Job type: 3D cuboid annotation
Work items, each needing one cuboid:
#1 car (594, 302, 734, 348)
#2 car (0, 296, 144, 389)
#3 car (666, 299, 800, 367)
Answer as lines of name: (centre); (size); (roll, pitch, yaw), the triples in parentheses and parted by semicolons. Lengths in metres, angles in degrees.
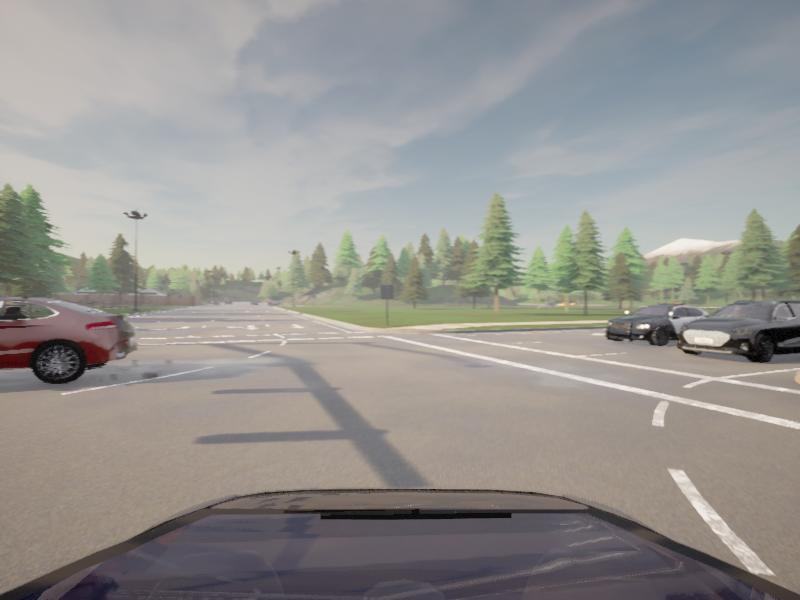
car: (10.129, 0.870, 15.358); (4.974, 1.542, 2.038); (0, 0, -22)
car: (-8.198, 0.758, 7.873); (5.027, 1.651, 2.152); (0, 0, -22)
car: (10.379, 0.820, 11.666); (4.856, 1.649, 2.033); (0, 0, -23)
